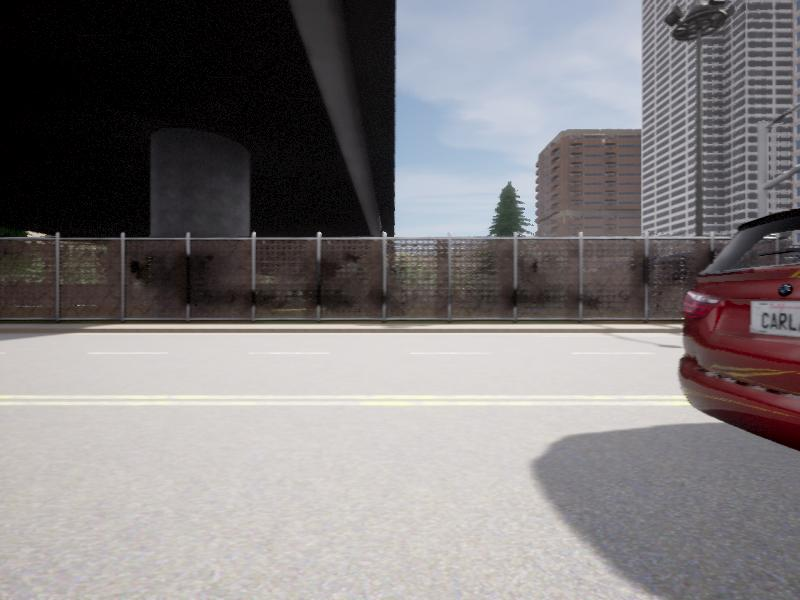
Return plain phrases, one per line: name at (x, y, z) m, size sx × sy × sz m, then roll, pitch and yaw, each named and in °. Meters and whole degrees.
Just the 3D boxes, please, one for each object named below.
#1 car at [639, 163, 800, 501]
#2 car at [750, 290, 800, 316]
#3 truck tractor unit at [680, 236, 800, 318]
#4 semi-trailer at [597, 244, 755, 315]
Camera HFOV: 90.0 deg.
car at (4.274, 0.157, 2.179) m, size 4.611 × 1.667 × 2.242 m, roll 0°, pitch 0°, yaw 0°
car at (23.953, 0.177, 23.994) m, size 2.007 × 1.525 × 4.514 m, roll 0°, pitch 0°, yaw 0°
truck tractor unit at (20.450, -1.169, 23.810) m, size 3.053 × 4.208 × 6.516 m, roll 0°, pitch 0°, yaw 0°
semi-trailer at (20.457, -1.270, 31.722) m, size 2.717 × 4.402 × 14.254 m, roll 0°, pitch 0°, yaw 0°
